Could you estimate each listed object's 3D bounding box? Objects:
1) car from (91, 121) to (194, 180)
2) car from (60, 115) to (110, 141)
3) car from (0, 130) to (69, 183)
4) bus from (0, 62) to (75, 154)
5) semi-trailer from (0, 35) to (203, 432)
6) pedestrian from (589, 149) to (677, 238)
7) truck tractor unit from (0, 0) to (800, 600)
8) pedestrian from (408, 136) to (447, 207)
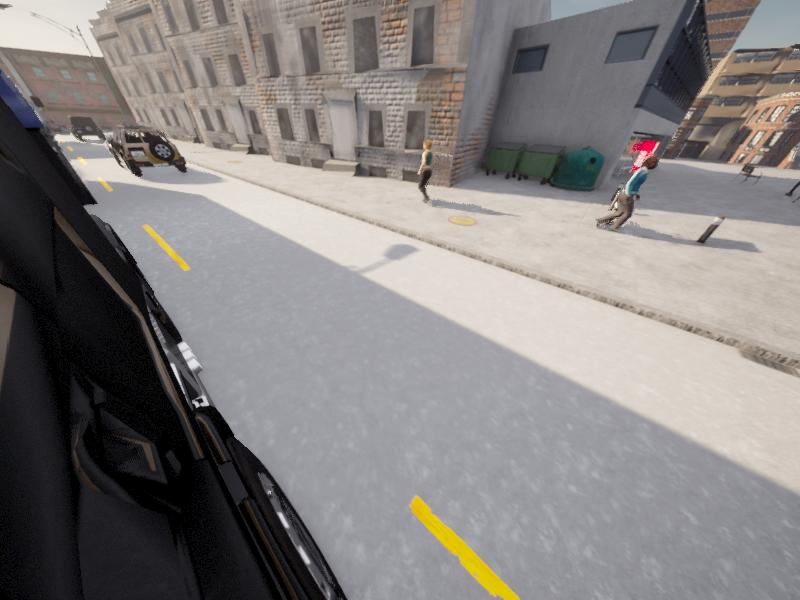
[{"bbox_3d":[-12.072,-7.127,10.836,4.605,1.855,1.932,27,43,29],"label":"car"},{"bbox_3d":[-30.312,-16.550,22.253,3.866,1.878,1.905,27,43,29],"label":"car"},{"bbox_3d":[-16.330,-6.212,9.751,5.357,1.411,2.033,27,43,29],"label":"car"},{"bbox_3d":[-27.216,-13.041,15.789,10.273,4.253,3.944,28,44,30],"label":"bus"},{"bbox_3d":[-8.762,-3.562,4.161,14.254,4.402,2.717,27,43,29],"label":"semi-trailer"},{"bbox_3d":[5.817,-2.690,5.889,0.751,1.860,0.751,30,45,31],"label":"pedestrian"},{"bbox_3d":[-2.645,-0.295,0.351,6.516,4.208,3.053,28,44,30],"label":"truck tractor unit"},{"bbox_3d":[0.835,-4.128,7.452,0.751,1.860,0.751,29,44,30],"label":"pedestrian"}]
